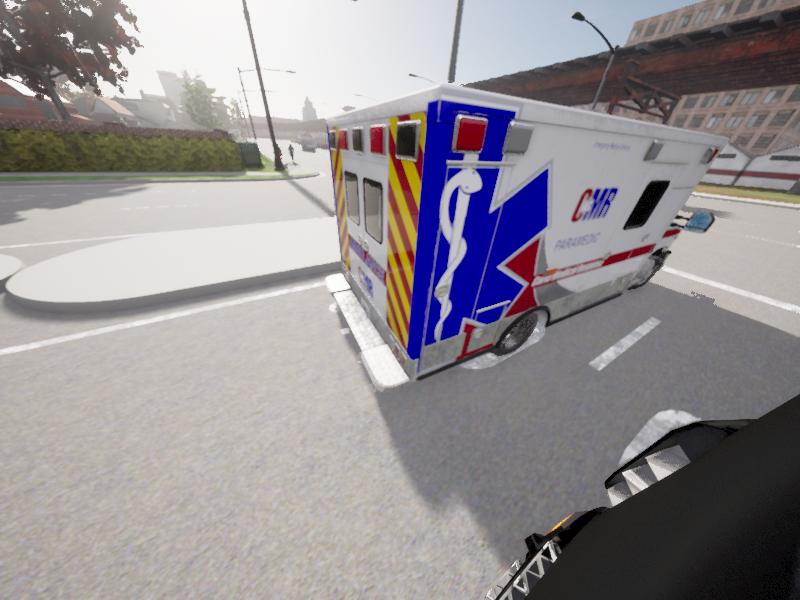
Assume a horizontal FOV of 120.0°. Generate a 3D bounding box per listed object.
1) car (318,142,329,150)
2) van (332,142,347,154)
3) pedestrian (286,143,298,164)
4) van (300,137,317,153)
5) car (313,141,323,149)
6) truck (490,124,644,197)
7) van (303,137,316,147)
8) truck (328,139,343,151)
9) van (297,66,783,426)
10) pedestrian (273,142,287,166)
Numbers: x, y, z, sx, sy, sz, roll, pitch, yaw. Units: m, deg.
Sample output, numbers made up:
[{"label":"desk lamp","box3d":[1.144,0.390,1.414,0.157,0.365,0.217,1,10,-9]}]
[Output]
[{"label":"car","box3d":[-21.523,-43.392,65.106,1.789,1.549,3.705,-16,39,-26]},{"label":"van","box3d":[-14.591,-36.453,55.312,2.069,2.038,4.480,-16,39,-26]},{"label":"pedestrian","box3d":[-11.504,-15.594,24.573,0.751,1.860,0.751,-12,36,-22]},{"label":"van","box3d":[-20.600,-34.887,52.028,1.988,2.561,5.915,-16,40,-26]},{"label":"car","box3d":[-24.863,-46.844,69.781,1.789,1.549,3.705,-16,39,-26]},{"label":"truck","box3d":[11.650,-10.822,17.724,2.891,3.827,8.468,-16,38,-26]},{"label":"van","box3d":[-29.967,-52.501,76.713,2.351,2.431,6.366,-16,39,-26]},{"label":"truck","box3d":[-18.681,-44.839,66.674,2.627,2.467,5.204,-16,39,-26]},{"label":"van","box3d":[2.183,-1.125,3.633,6.366,2.431,2.351,-14,37,-24]},{"label":"pedestrian","box3d":[-11.260,-13.665,21.685,0.751,1.860,0.751,-16,38,-26]}]
